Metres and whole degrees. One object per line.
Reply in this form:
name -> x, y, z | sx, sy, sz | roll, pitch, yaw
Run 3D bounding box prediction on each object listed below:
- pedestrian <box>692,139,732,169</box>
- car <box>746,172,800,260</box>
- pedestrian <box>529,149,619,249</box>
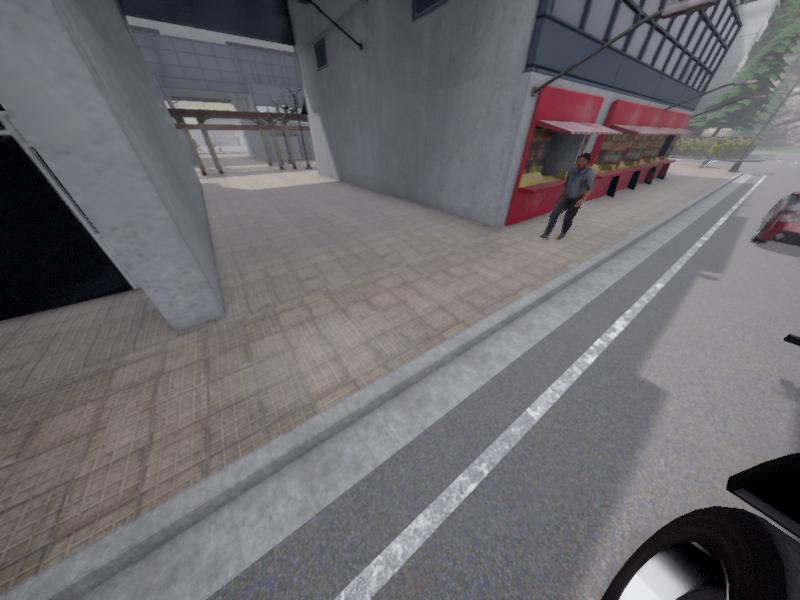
pedestrian -> 23.440, -10.973, 17.394 | 0.751, 1.860, 0.751 | 2, 35, 3
car -> 10.698, -2.052, 5.559 | 4.181, 1.385, 1.994 | -23, 41, -28
pedestrian -> 3.737, -2.223, 5.118 | 0.751, 1.860, 0.751 | -19, 39, -25
